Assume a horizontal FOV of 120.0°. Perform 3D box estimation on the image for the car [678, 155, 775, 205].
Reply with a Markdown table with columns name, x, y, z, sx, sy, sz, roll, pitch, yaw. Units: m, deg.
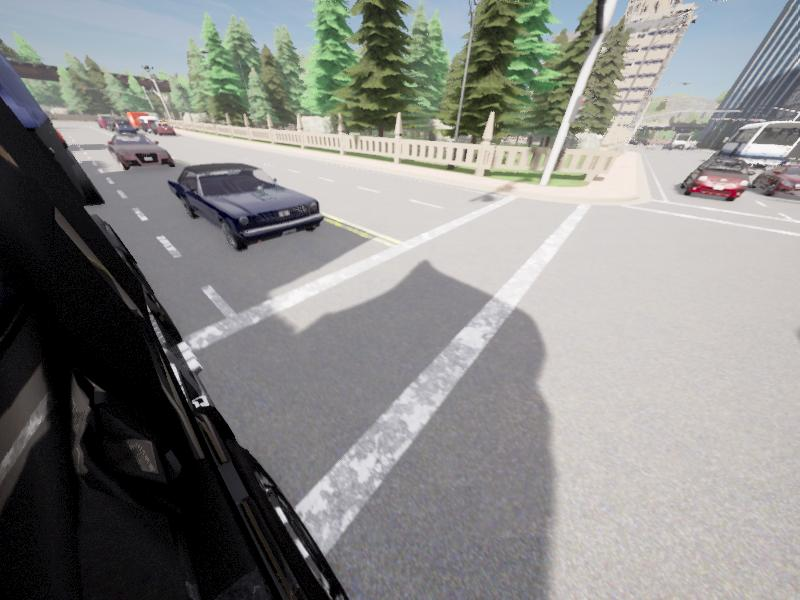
| name | x | y | z | sx | sy | sz | roll | pitch | yaw |
| --- | --- | --- | --- | --- | --- | --- | --- | --- | --- |
| car | 16.004 | -6.188 | 11.658 | 1.851 | 1.617 | 3.988 | 30 | 45 | 32 |

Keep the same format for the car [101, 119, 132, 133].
| name | x | y | z | sx | sy | sz | roll | pitch | yaw |
| --- | --- | --- | --- | --- | --- | --- | --- | --- | --- |
| car | -42.379 | -25.954 | 34.471 | 5.357 | 1.411 | 2.033 | 28 | 44 | 30 |

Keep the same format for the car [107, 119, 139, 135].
| name | x | y | z | sx | sy | sz | roll | pitch | yaw |
| --- | --- | --- | --- | --- | --- | --- | --- | --- | --- |
| car | -37.214 | -23.269 | 31.036 | 3.988 | 1.617 | 1.851 | 28 | 44 | 30 |

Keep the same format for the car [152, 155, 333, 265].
| name | x | y | z | sx | sy | sz | roll | pitch | yaw |
| --- | --- | --- | --- | --- | --- | --- | --- | --- | --- |
| car | -3.996 | -2.567 | 5.756 | 4.718 | 1.301 | 1.895 | 28 | 44 | 30 |

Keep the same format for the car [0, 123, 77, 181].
| name | x | y | z | sx | sy | sz | roll | pitch | yaw |
| --- | --- | --- | --- | --- | --- | --- | --- | --- | --- |
| car | -16.282 | -6.565 | 10.014 | 5.238 | 1.638 | 1.930 | 28 | 44 | 30 |

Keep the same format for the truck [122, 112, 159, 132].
| name | x | y | z | sx | sy | sz | roll | pitch | yaw |
| --- | --- | --- | --- | --- | --- | --- | --- | --- | --- |
| truck | -42.713 | -29.316 | 38.052 | 5.204 | 2.467 | 2.627 | 28 | 44 | 30 |

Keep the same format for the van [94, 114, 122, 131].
| name | x | y | z | sx | sy | sz | roll | pitch | yaw |
| --- | --- | --- | --- | --- | --- | --- | --- | --- | --- |
| van | -47.794 | -29.102 | 37.836 | 4.442 | 1.987 | 1.775 | 28 | 44 | 30 |

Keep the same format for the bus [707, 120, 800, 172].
| name | x | y | z | sx | sy | sz | roll | pitch | yaw |
| --- | --- | --- | --- | --- | --- | --- | --- | --- | --- |
| bus | 41.946 | -18.343 | 27.427 | 3.944 | 4.253 | 10.273 | 28 | 44 | 30 |

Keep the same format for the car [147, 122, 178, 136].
| name | x | y | z | sx | sy | sz | roll | pitch | yaw |
| --- | --- | --- | --- | --- | --- | --- | --- | --- | --- |
| car | -32.662 | -23.512 | 31.769 | 3.806 | 1.475 | 1.970 | 28 | 43 | 30 |

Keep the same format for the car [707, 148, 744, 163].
| name | x | y | z | sx | sy | sz | roll | pitch | yaw |
| --- | --- | --- | --- | --- | --- | --- | --- | --- | --- |
| car | 48.595 | -21.670 | 34.611 | 2.128 | 1.511 | 4.902 | 28 | 44 | 30 |

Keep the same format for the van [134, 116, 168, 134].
| name | x | y | z | sx | sy | sz | roll | pitch | yaw |
| --- | --- | --- | --- | --- | --- | --- | --- | --- | --- |
| van | -37.424 | -26.299 | 34.717 | 4.480 | 2.038 | 2.069 | 28 | 44 | 30 |

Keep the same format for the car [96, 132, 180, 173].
| name | x | y | z | sx | sy | sz | roll | pitch | yaw |
| --- | --- | --- | --- | --- | --- | --- | --- | --- | --- |
| car | -13.687 | -7.801 | 12.066 | 4.181 | 1.385 | 1.994 | 28 | 44 | 30 |

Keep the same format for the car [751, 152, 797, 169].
| name | x | y | z | sx | sy | sz | roll | pitch | yaw |
| --- | --- | --- | --- | --- | --- | --- | --- | --- | --- |
| car | 48.155 | -18.115 | 29.852 | 1.816 | 1.474 | 4.193 | 28 | 44 | 30 |

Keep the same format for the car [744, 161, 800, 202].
| name | x | y | z | sx | sy | sz | roll | pitch | yaw |
| --- | --- | --- | --- | --- | --- | --- | --- | --- | --- |
| car | 21.510 | -6.551 | 12.643 | 1.812 | 1.442 | 4.674 | 28 | 44 | 30 |

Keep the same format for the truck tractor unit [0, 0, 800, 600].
| name | x | y | z | sx | sy | sz | roll | pitch | yaw |
| --- | --- | --- | --- | --- | --- | --- | --- | --- | --- |
| truck tractor unit | -2.645 | -0.295 | 0.351 | 6.516 | 4.208 | 3.053 | 28 | 44 | 30 |

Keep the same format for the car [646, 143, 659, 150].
| name | x | y | z | sx | sy | sz | roll | pitch | yaw |
| --- | --- | --- | --- | --- | --- | --- | --- | --- | --- |
| car | 69.776 | -42.510 | 63.883 | 1.801 | 1.575 | 5.366 | 28 | 44 | 30 |

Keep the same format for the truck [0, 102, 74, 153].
| name | x | y | z | sx | sy | sz | roll | pitch | yaw |
| --- | --- | --- | --- | --- | --- | --- | --- | --- | --- |
| truck | -25.068 | -11.622 | 15.513 | 5.204 | 2.467 | 2.627 | 28 | 44 | 30 |

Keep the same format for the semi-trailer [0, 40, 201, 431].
| name | x | y | z | sx | sy | sz | roll | pitch | yaw |
| --- | --- | --- | --- | --- | --- | --- | --- | --- | --- |
| semi-trailer | -8.681 | -3.618 | 4.243 | 14.254 | 4.402 | 2.717 | 28 | 44 | 30 |
